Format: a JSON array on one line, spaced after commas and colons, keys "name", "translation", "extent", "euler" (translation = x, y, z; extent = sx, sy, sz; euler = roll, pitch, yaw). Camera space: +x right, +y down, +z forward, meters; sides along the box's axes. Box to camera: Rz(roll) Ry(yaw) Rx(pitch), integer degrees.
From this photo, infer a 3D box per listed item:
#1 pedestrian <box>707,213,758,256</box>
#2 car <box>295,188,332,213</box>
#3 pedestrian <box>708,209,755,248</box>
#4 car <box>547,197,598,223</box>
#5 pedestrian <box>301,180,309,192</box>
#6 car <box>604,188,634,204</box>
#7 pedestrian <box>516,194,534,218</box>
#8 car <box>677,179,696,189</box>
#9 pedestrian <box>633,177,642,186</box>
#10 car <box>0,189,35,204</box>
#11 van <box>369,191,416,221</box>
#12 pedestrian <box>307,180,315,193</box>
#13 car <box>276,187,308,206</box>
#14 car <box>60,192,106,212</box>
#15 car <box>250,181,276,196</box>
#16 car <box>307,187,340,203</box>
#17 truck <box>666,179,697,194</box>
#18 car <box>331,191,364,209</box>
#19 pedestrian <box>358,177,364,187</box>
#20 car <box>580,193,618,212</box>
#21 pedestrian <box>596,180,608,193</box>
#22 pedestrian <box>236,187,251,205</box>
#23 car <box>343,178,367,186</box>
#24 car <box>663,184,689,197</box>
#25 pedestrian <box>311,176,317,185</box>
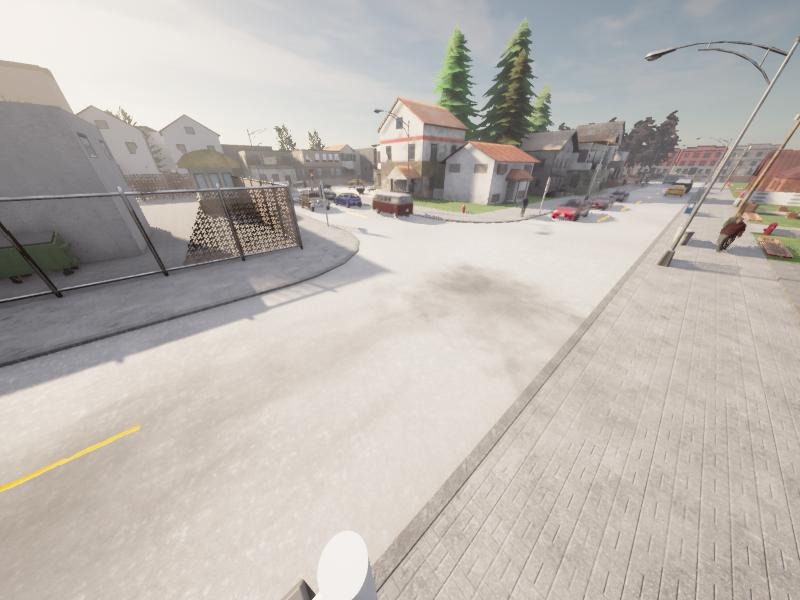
[{"name": "pedestrian", "translation": [16.554, -3.275, 11.562], "extent": [0.751, 1.860, 0.751], "euler": [-22, 37, -33]}, {"name": "car", "translation": [-9.197, -10.625, 24.531], "extent": [1.932, 1.855, 4.605], "euler": [-21, 36, -32]}, {"name": "pedestrian", "translation": [18.032, -3.899, 12.641], "extent": [0.751, 1.860, 0.751], "euler": [-24, 37, -35]}, {"name": "car", "translation": [15.224, -8.007, 20.348], "extent": [4.514, 1.525, 2.007], "euler": [-23, 37, -34]}, {"name": "pedestrian", "translation": [-16.775, -20.220, 40.895], "extent": [0.751, 1.860, 0.751], "euler": [5, 30, 9]}, {"name": "car", "translation": [28.208, -13.450, 29.773], "extent": [3.633, 1.501, 1.845], "euler": [-23, 37, -34]}, {"name": "pedestrian", "translation": [10.669, -8.053, 19.839], "extent": [0.751, 1.860, 0.751], "euler": [4, 30, 7]}, {"name": "car", "translation": [60.421, -24.417, 48.690], "extent": [3.988, 1.617, 1.851], "euler": [-22, 37, -33]}, {"name": "pedestrian", "translation": [54.578, -27.261, 53.106], "extent": [0.751, 1.860, 0.751], "euler": [-23, 37, -34]}, {"name": "car", "translation": [-50.239, -12.762, 28.616], "extent": [4.892, 1.490, 1.837], "euler": [-23, 37, -34]}, {"name": "van", "translation": [-0.801, -8.715, 21.111], "extent": [1.775, 1.987, 4.442], "euler": [-24, 37, -35]}, {"name": "pedestrian", "translation": [-14.878, -18.963, 38.716], "extent": [0.751, 1.860, 0.751], "euler": [-15, 33, -23]}, {"name": "car", "translation": [-13.614, -13.088, 29.046], "extent": [2.033, 1.649, 4.856], "euler": [-22, 37, -33]}, {"name": "car", "translation": [-33.330, -10.450, 24.440], "extent": [1.816, 1.474, 4.193], "euler": [-23, 37, -34]}, {"name": "car", "translation": [-21.968, -17.826, 36.991], "extent": [3.866, 1.878, 1.905], "euler": [24, 38, 36]}, {"name": "car", "translation": [-10.279, -14.123, 30.987], "extent": [2.163, 1.488, 4.792], "euler": [-23, 37, -34]}, {"name": "truck", "translation": [49.349, -19.950, 40.461], "extent": [6.274, 2.098, 2.390], "euler": [-23, 37, -34]}, {"name": "car", "translation": [-6.095, -11.608, 26.637], "extent": [1.816, 1.474, 4.193], "euler": [-23, 37, -34]}, {"name": "pedestrian", "translation": [-8.423, -25.266, 49.634], "extent": [0.751, 1.860, 0.751], "euler": [-20, 36, -31]}, {"name": "car", "translation": [21.677, -10.648, 25.079], "extent": [4.181, 1.385, 1.994], "euler": [-24, 37, -35]}, {"name": "pedestrian", "translation": [34.279, -19.230, 39.196], "extent": [0.751, 1.860, 0.751], "euler": [-21, 36, -32]}, {"name": "pedestrian", "translation": [-18.127, -12.044, 26.751], "extent": [0.751, 1.860, 0.751], "euler": [26, 39, 38]}, {"name": "car", "translation": [-11.035, -29.263, 57.110], "extent": [5.366, 1.575, 1.801], "euler": [-24, 37, -35]}, {"name": "car", "translation": [43.629, -17.307, 36.445], "extent": [5.008, 1.535, 1.882], "euler": [-23, 37, -34]}, {"name": "pedestrian", "translation": [-20.905, -28.997, 56.113], "extent": [0.751, 1.860, 0.751], "euler": [-23, 37, -35]}]
